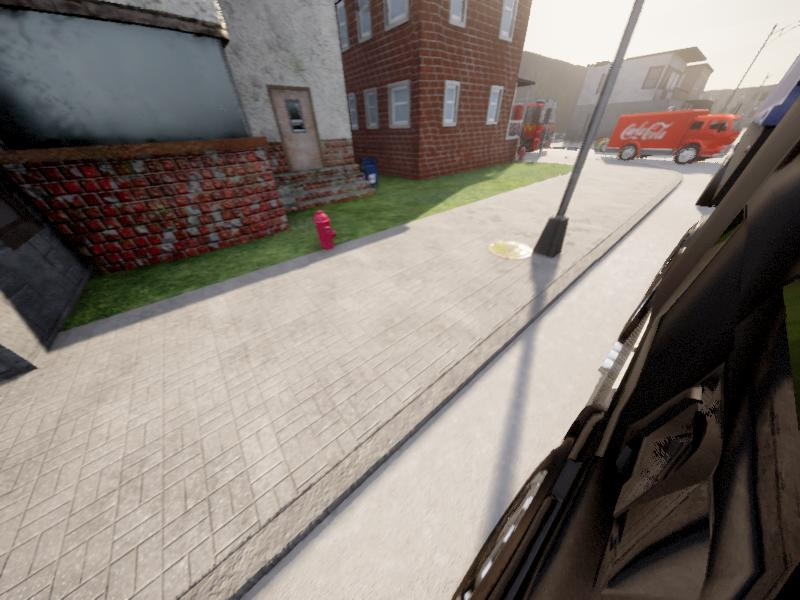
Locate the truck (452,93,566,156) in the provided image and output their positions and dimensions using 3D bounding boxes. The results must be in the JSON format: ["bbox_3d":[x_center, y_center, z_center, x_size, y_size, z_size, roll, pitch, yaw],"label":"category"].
[{"bbox_3d":[9.143,-15.681,20.992,2.891,3.827,8.468,-28,44,-30],"label":"truck"}]

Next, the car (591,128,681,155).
[{"bbox_3d":[18.094,-12.349,17.976,4.514,1.525,2.007,27,46,33],"label":"car"}]

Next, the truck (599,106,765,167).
[{"bbox_3d":[15.962,-9.663,13.713,2.627,2.467,5.204,-19,39,-21],"label":"truck"}]

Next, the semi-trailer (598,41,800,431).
[{"bbox_3d":[8.709,-3.568,4.259,14.254,4.402,2.717,-28,44,-30],"label":"semi-trailer"}]

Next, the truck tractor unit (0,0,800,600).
[{"bbox_3d":[2.645,-0.295,0.351,6.516,4.208,3.053,-28,44,-30],"label":"truck tractor unit"}]
